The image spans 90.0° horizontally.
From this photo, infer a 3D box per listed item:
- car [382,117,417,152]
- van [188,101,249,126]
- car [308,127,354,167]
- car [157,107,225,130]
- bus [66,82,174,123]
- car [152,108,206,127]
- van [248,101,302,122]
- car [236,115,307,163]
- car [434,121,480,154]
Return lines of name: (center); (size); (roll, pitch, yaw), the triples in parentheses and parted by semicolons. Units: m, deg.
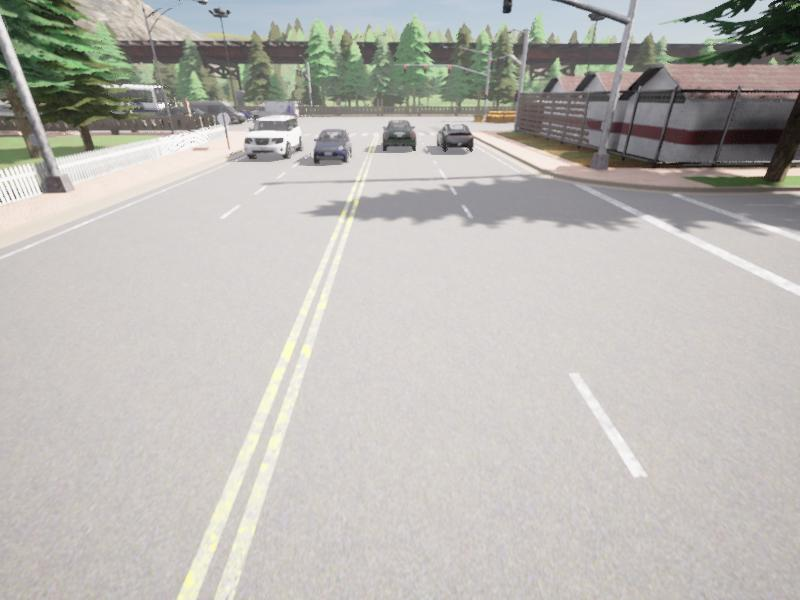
car: (-0.065, -10.932, 26.197); (2.097, 1.767, 4.553); (-1, 27, -1)
van: (-21.511, -22.248, 47.626); (5.915, 2.561, 1.988); (-1, 27, -2)
car: (-3.451, -8.009, 20.728); (1.789, 1.549, 3.705); (-1, 27, -1)
car: (-21.570, -18.848, 41.491); (5.566, 2.045, 2.150); (-1, 27, -3)
bus: (-36.443, -25.990, 52.638); (10.273, 4.253, 3.944); (1, 27, -3)
car: (-24.528, -20.300, 44.525); (4.605, 1.855, 1.932); (-1, 27, -3)
van: (-16.801, -25.465, 54.064); (6.366, 2.431, 2.351); (-1, 27, -2)
car: (-6.992, -9.199, 22.529); (2.150, 2.045, 5.566); (0, 27, -1)
car: (3.460, -10.366, 25.389); (2.128, 1.511, 4.902); (-1, 27, -1)
